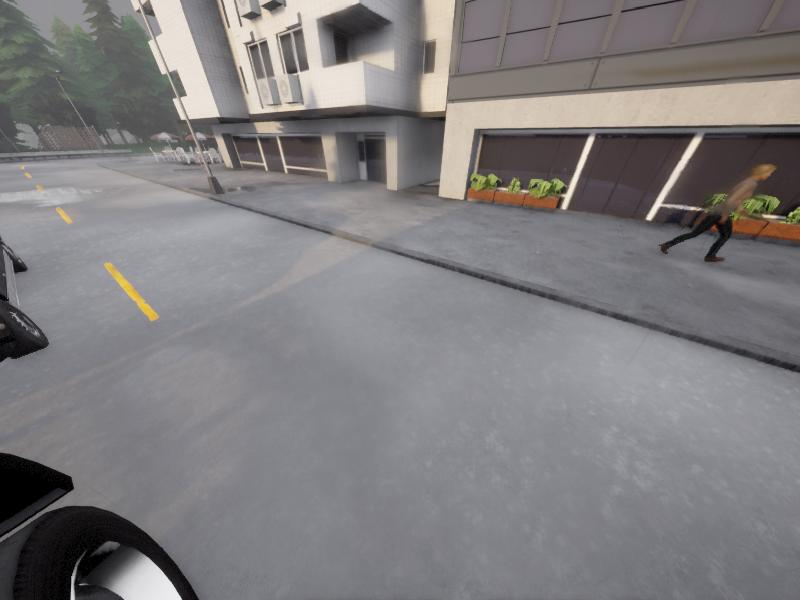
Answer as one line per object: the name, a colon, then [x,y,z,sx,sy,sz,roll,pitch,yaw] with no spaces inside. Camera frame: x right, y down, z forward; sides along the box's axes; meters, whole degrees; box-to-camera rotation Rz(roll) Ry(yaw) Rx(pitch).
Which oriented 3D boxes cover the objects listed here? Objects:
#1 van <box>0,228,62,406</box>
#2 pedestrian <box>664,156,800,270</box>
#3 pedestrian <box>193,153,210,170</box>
van: [-6.845,-0.658,2.608,5.915,2.561,1.988,22,40,28]
pedestrian: [6.296,-1.662,4.481,0.751,1.860,0.751,25,42,31]
pedestrian: [-15.297,-10.658,17.778,0.500,1.100,0.500,24,41,29]
